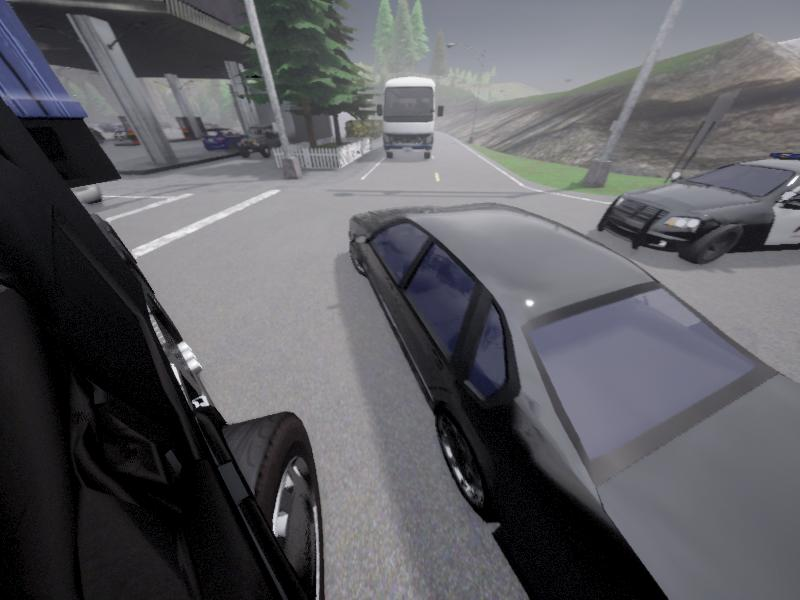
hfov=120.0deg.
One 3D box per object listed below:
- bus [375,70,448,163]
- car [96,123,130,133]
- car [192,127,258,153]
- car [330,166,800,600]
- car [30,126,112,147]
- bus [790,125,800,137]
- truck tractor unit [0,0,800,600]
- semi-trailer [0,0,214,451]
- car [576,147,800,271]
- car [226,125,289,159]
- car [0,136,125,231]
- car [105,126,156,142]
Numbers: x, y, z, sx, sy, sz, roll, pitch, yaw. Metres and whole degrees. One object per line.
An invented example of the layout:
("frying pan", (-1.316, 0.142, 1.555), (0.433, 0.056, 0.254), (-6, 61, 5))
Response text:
("bus", (1.031, -13.822, 17.768), (3.944, 4.253, 10.273), (3, 38, 4))
("car", (-54.665, -32.755, 44.021), (3.633, 1.501, 1.845), (2, 38, 3))
("car", (-15.622, -14.627, 21.038), (2.242, 1.667, 4.611), (2, 38, 3))
("car", (0.748, -0.207, 2.517), (2.033, 1.411, 5.357), (-13, 40, -16))
("car", (-35.954, -18.176, 25.544), (2.033, 1.649, 4.856), (3, 38, 4))
("bus", (60.266, -22.955, 29.292), (3.944, 4.253, 10.273), (3, 38, 4))
("truck tractor unit", (-2.645, -0.295, 0.351), (6.516, 4.208, 3.053), (28, 43, 30))
("semi-trailer", (-10.062, -1.774, 1.974), (14.254, 4.402, 2.717), (6, 38, 7))
("car", (6.876, -1.903, 4.517), (4.974, 1.542, 2.038), (-3, 38, -1))
("car", (-10.299, -11.838, 17.193), (1.905, 1.878, 3.866), (2, 38, 3))
("car", (-10.837, -3.119, 5.912), (4.611, 1.667, 2.242), (5, 38, 6))
("car", (-35.447, -22.003, 30.553), (1.970, 1.475, 3.806), (3, 38, 4))
